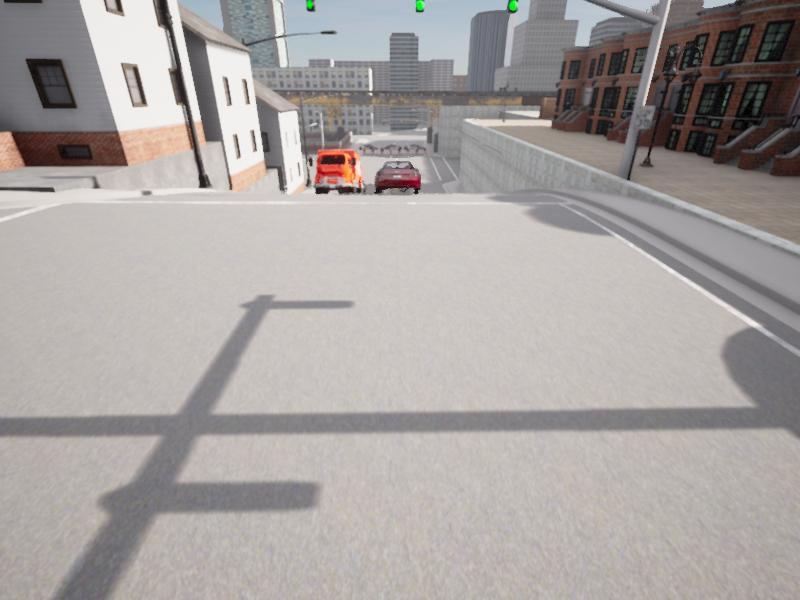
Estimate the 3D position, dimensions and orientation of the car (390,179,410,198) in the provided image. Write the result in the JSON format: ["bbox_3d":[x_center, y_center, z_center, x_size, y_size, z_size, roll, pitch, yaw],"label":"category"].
[{"bbox_3d":[-0.010,-11.845,42.271,1.932,1.855,4.605,0,17,0],"label":"car"}]

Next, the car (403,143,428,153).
[{"bbox_3d":[3.368,-33.284,87.522,4.974,1.542,2.038,14,30,26],"label":"car"}]

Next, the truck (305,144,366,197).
[{"bbox_3d":[-3.554,-7.371,23.317,2.627,2.467,5.204,-1,14,0],"label":"truck"}]

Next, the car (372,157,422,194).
[{"bbox_3d":[-0.075,-5.603,18.341,1.994,1.385,4.181,0,15,1],"label":"car"}]

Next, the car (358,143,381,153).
[{"bbox_3d":[-6.613,-32.956,86.875,4.974,1.542,2.038,24,35,38],"label":"car"}]

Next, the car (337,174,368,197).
[{"bbox_3d":[-3.515,-8.599,30.223,1.816,1.474,4.193,0,14,0],"label":"car"}]
